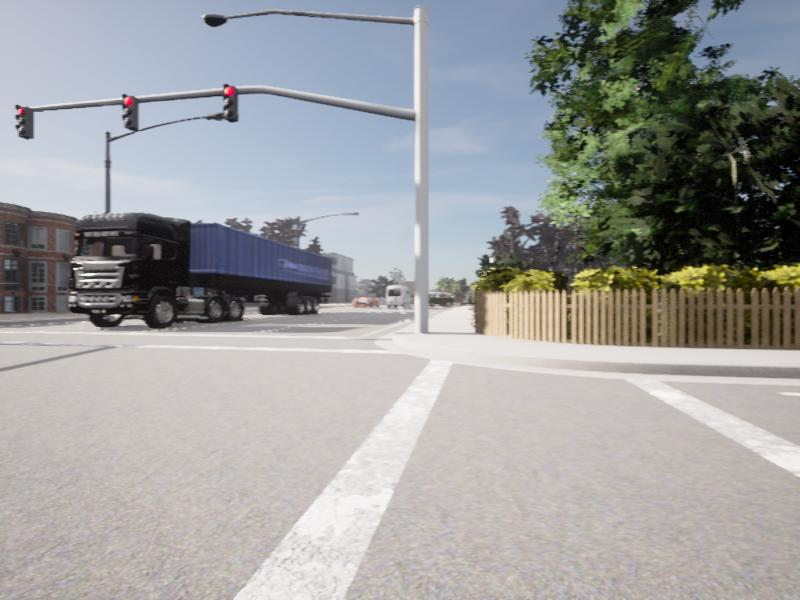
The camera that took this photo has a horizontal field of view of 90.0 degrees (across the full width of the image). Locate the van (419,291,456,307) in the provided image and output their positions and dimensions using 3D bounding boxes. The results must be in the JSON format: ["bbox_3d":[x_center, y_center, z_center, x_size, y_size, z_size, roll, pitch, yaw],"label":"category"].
[{"bbox_3d":[5.095,-0.056,54.301,4.480,2.038,2.069,1,-1,-26],"label":"van"}]

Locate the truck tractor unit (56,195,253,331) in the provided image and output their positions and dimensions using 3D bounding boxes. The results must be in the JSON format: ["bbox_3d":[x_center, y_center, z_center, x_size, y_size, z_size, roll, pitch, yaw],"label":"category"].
[{"bbox_3d":[-8.988,-1.129,15.843,3.053,4.208,6.516,0,0,11],"label":"truck tractor unit"}]

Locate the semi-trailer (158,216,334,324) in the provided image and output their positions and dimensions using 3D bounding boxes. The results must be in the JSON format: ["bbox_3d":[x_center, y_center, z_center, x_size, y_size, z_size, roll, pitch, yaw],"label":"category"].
[{"bbox_3d":[-7.602,-1.238,23.634,2.717,4.402,14.254,0,0,10],"label":"semi-trailer"}]

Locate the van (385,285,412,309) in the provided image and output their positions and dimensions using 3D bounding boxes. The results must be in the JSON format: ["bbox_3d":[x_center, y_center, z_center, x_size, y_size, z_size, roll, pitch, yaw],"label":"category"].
[{"bbox_3d":[-0.046,-0.333,45.291,1.988,2.561,5.915,0,0,10],"label":"van"}]

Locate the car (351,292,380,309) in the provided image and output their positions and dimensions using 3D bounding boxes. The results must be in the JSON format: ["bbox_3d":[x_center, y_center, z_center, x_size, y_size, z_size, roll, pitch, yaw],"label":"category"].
[{"bbox_3d":[-3.752,0.045,44.514,2.097,1.767,4.553,0,0,10],"label":"car"}]
